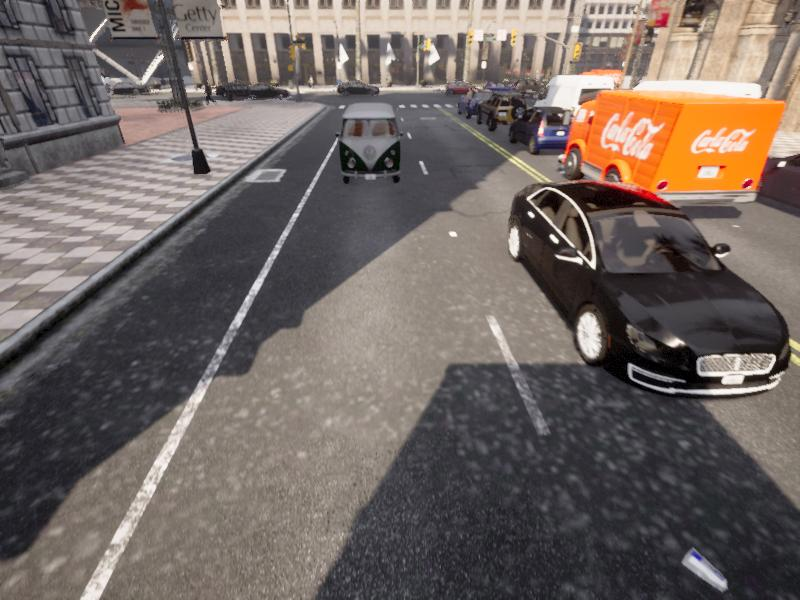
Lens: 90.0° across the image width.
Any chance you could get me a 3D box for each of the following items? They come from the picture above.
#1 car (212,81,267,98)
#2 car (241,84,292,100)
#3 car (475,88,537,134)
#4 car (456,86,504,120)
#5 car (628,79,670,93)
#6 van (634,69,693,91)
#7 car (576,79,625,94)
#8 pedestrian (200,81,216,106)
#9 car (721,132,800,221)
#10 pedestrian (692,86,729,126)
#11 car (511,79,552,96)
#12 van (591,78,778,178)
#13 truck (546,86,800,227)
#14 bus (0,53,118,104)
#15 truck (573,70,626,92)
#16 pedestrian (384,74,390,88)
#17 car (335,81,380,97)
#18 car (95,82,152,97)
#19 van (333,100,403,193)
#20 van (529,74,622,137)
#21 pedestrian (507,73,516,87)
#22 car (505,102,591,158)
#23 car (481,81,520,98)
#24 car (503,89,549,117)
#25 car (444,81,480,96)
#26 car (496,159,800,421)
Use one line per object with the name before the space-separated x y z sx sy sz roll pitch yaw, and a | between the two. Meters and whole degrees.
car | -18.024 -23.828 45.244 5.238 1.638 1.930 -3 30 -4
car | -14.091 -22.046 42.360 4.674 1.442 1.812 -1 30 0
car | 5.601 -10.414 21.890 1.932 1.855 4.605 -2 30 -2
car | 5.291 -13.429 27.128 2.097 1.767 4.553 -1 30 -2
car | 31.220 -26.879 50.211 3.806 1.475 1.970 -1 30 -2
van | 34.908 -29.221 53.090 5.915 2.561 1.988 -1 30 -2
car | 24.985 -26.721 49.988 4.792 1.488 2.163 -1 30 -2
pedestrian | -15.988 -17.213 33.357 0.751 1.860 0.751 -17 34 -26
car | 9.815 -2.730 9.069 1.845 1.501 3.633 -2 30 -2
pedestrian | 16.585 -10.388 21.423 0.751 1.860 0.751 -6 31 -10
car | 15.216 -24.753 46.584 3.988 1.617 1.851 -2 30 -2
van | 9.503 -6.436 14.407 1.988 2.561 5.915 -2 30 -2
truck | 6.221 -3.991 10.323 2.627 2.467 5.204 -2 30 -2
bus | -35.872 -22.835 41.107 10.273 4.253 3.944 -14 33 -22
truck | 26.190 -28.948 52.805 5.204 2.467 2.627 -1 30 -2
pedestrian | -1.919 -32.468 59.309 0.751 1.860 0.751 -1 30 -2
car | -4.793 -24.190 45.883 4.902 1.511 2.128 -2 30 -2
car | -33.903 -25.923 49.186 5.357 1.411 2.033 -12 32 -19
van | -0.909 -4.980 12.551 1.775 1.987 4.442 -2 30 -2
van | 9.113 -10.667 21.641 1.988 2.561 5.915 -2 30 -2
pedestrian | 16.716 -32.961 59.996 0.751 1.860 0.751 -1 30 -2
car | 5.896 -7.134 16.551 1.851 1.617 3.988 -2 30 -2
car | 10.893 -22.841 43.427 3.633 1.501 1.845 -1 30 -2
car | 8.751 -13.845 28.071 1.845 1.501 3.633 -1 30 -2
car | 7.119 -24.489 46.328 3.806 1.475 1.970 -1 30 -2
car | 2.997 -0.714 5.714 1.837 1.490 4.892 -2 31 -2
